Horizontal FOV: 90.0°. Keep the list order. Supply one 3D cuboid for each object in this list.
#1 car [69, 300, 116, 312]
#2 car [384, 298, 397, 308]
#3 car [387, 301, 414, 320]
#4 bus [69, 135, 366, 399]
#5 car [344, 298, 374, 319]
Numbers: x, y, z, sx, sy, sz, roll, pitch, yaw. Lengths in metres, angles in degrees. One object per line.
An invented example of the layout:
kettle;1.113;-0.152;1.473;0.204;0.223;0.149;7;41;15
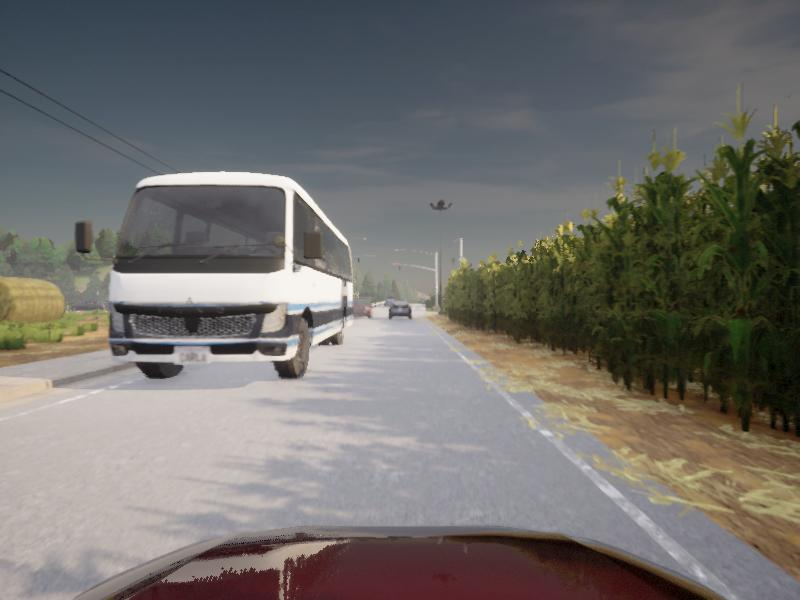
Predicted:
car;-43.346;0.863;56.430;5.027;1.651;2.152;0;0;3
car;-1.609;0.450;69.078;1.812;1.442;4.674;0;3;6
car;0.034;0.838;33.916;2.163;1.488;4.792;0;0;0
bus;-3.377;-0.539;11.600;3.944;4.253;10.273;0;0;0
car;-3.457;0.680;34.733;2.097;1.767;4.553;0;0;0
